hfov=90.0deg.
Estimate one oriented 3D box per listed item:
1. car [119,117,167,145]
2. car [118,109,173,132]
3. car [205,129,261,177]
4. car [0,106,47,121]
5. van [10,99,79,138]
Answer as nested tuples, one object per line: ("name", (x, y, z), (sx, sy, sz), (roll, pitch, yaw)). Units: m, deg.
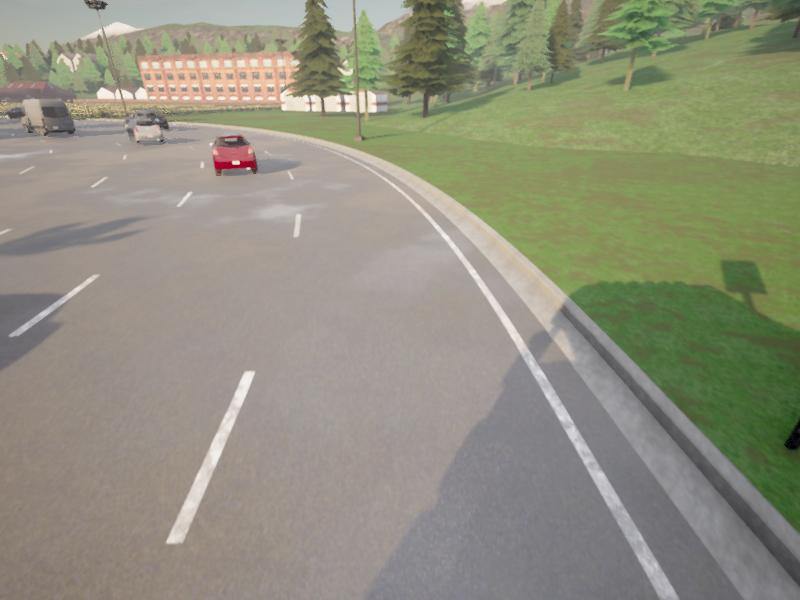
("car", (-17.466, -11.547, 27.194), (1.845, 1.501, 3.633), (-20, 34, -35))
("car", (-23.052, -16.318, 36.249), (4.611, 1.667, 2.242), (19, 32, 32))
("car", (-7.316, -6.537, 17.545), (1.845, 1.501, 3.633), (-10, 29, -19))
("car", (-46.071, -22.800, 48.872), (4.892, 1.490, 1.837), (9, 29, 16))
("van", (-28.244, -14.505, 31.771), (5.915, 2.561, 1.988), (18, 31, 31))
